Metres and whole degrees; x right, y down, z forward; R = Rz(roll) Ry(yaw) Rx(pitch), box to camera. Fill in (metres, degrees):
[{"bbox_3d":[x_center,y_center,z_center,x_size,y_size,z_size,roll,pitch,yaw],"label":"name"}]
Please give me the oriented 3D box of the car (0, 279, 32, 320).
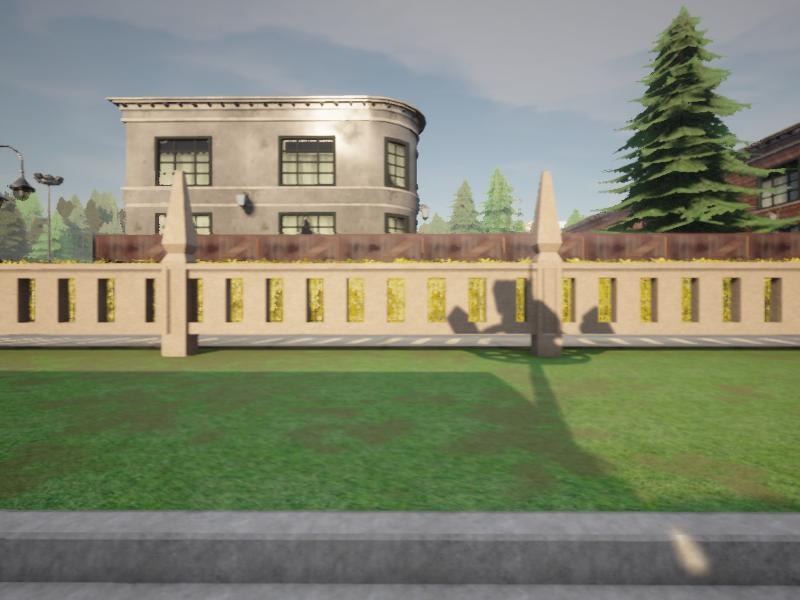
[{"bbox_3d":[-20.944,-0.015,18.756,2.150,2.045,5.566,0,0,2],"label":"car"}]
